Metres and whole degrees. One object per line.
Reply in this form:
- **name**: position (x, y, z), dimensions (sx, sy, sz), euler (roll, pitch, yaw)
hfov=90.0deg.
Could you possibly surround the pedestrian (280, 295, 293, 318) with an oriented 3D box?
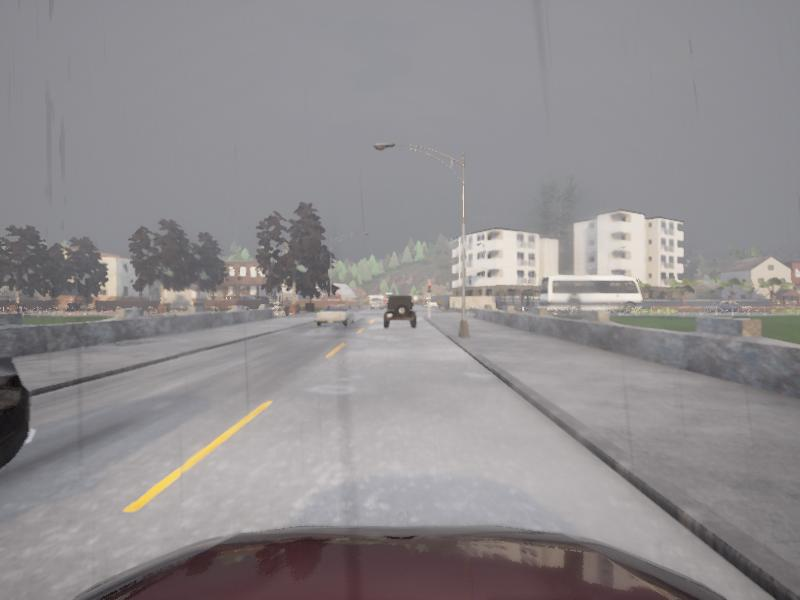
- **pedestrian**: position (-9.122, 0.522, 32.235), dimensions (0.751, 1.860, 0.751), euler (0, 0, 8)

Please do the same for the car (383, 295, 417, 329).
- **car**: position (0.002, 0.638, 23.840), dimensions (1.905, 1.878, 3.866), euler (0, 0, 0)

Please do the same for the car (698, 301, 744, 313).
- **car**: position (38.278, 0.836, 47.774), dimensions (3.806, 1.475, 1.970), euler (0, 0, 0)

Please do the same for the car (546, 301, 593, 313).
- **car**: position (20.151, 0.828, 47.665), dimensions (4.892, 1.490, 1.837), euler (0, 0, 1)

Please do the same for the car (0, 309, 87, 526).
- **car**: position (-3.905, 0.836, 1.147), dimensions (2.128, 1.511, 4.902), euler (0, 0, 1)

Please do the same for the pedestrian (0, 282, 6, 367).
- **pedestrian**: position (-9.155, 0.530, 8.549), dimensions (0.751, 1.860, 0.751), euler (0, 0, 6)

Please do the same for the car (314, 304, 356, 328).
- **car**: position (-4.000, 0.935, 25.269), dimensions (1.895, 1.301, 4.718), euler (0, 0, 0)

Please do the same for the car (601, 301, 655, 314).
- **car**: position (27.161, 0.878, 47.780), dimensions (5.357, 1.411, 2.033), euler (0, 0, 0)

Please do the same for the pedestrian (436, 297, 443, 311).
- **pedestrian**: position (5.359, 0.506, 54.289), dimensions (0.751, 1.860, 0.751), euler (0, 0, 13)

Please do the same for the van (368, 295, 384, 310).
- **van**: position (-4.003, 0.350, 68.454), dimensions (2.351, 2.431, 6.366), euler (0, 0, 0)

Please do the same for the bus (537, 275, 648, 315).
- **bus**: position (20.905, -0.551, 44.105), dimensions (10.273, 4.253, 3.944), euler (0, 0, 3)
